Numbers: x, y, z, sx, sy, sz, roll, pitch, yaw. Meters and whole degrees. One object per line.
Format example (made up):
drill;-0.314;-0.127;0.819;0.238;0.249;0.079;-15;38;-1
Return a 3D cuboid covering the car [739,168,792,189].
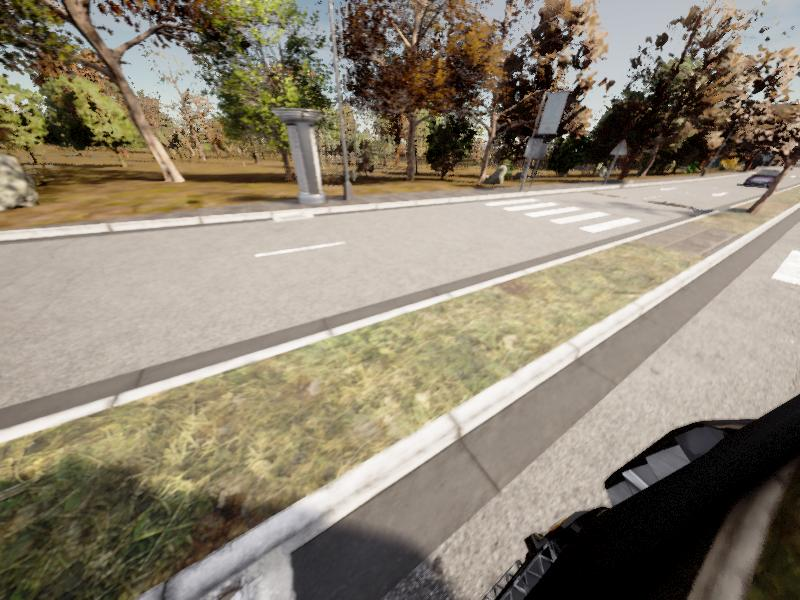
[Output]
car;38.933;-12.997;24.635;4.856;1.649;2.033;-16;38;-26
